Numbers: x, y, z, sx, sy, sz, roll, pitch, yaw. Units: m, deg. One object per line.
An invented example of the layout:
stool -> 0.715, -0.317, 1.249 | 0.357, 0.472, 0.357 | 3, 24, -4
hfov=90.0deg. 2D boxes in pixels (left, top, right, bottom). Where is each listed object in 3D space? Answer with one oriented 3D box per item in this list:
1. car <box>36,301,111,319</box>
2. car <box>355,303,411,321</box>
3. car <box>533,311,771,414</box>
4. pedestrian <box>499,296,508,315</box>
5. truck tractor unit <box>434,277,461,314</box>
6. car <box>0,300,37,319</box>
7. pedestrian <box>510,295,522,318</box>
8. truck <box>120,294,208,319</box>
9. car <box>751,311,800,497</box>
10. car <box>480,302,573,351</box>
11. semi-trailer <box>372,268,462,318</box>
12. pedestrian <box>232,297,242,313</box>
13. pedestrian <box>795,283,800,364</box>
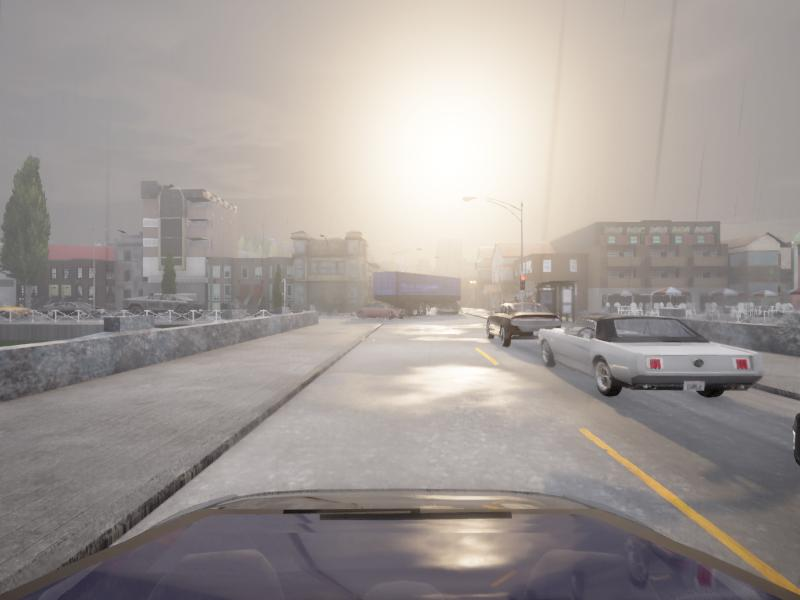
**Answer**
car -> -28.550, 0.836, 35.105 | 4.902, 1.511, 2.128 | 0, 0, 2
car -> -1.396, 0.907, 32.594 | 4.181, 1.385, 1.994 | 0, 0, 28
car -> 4.303, 0.944, 7.966 | 1.895, 1.301, 4.718 | 0, 0, 2
pedestrian -> 10.327, 0.533, 39.891 | 0.751, 1.860, 0.751 | 0, 0, 30
truck tractor unit -> 5.674, -0.522, 48.820 | 3.053, 4.208, 6.516 | 0, 0, 4
car -> -35.539, 0.801, 35.340 | 5.366, 1.575, 1.801 | 0, 0, 2
pedestrian -> 9.514, 0.533, 32.841 | 0.751, 1.860, 0.751 | 0, 0, 36
truck -> -20.415, 0.542, 34.832 | 6.274, 2.098, 2.390 | 0, 0, 2
car -> 4.079, 0.844, 1.222 | 1.837, 1.490, 4.892 | 0, 0, 2
car -> 4.438, 0.836, 14.911 | 2.128, 1.511, 4.902 | 0, 0, 3
semi-trailer -> 2.364, -0.623, 41.814 | 2.717, 4.402, 14.254 | 1, 0, 32
pedestrian -> -18.387, 0.547, 45.148 | 0.751, 1.860, 0.751 | 0, 0, -1
pedestrian -> 9.583, 0.533, 8.946 | 0.751, 1.860, 0.751 | 0, 0, 1
